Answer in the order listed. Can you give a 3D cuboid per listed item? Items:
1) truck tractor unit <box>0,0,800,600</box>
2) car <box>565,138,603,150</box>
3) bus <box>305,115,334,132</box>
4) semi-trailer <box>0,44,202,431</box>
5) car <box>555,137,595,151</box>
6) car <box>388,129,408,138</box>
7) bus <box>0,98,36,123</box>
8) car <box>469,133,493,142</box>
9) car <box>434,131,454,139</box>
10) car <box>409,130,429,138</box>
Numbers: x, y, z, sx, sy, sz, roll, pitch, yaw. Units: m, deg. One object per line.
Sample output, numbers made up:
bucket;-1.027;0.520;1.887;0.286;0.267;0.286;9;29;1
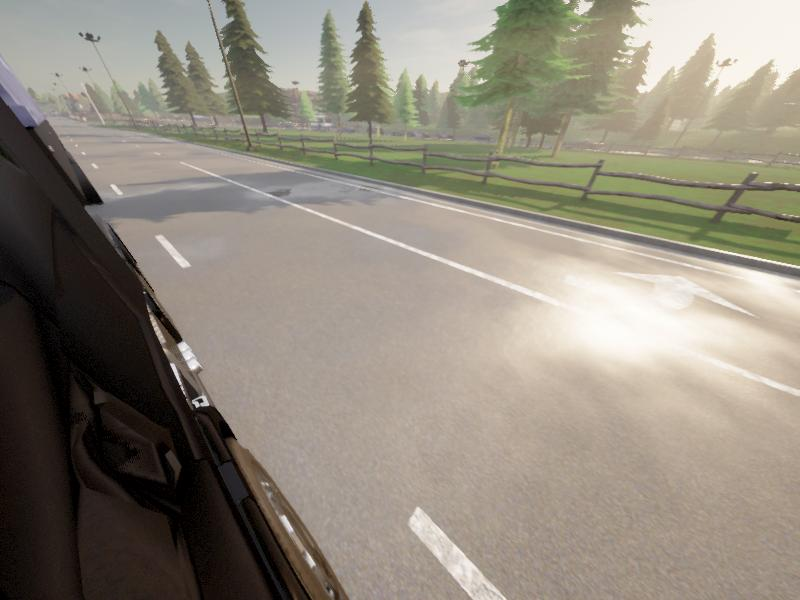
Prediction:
truck tractor unit;-2.645;-0.295;0.351;6.516;4.208;3.053;28;44;30
car;34.890;-29.802;43.980;5.366;1.575;1.801;28;44;30
bus;-28.013;-61.639;80.691;10.273;4.253;3.944;28;44;30
semi-trailer;-8.703;-3.589;4.241;14.254;4.402;2.717;28;44;30
car;30.041;-26.907;39.817;5.027;1.651;2.152;28;44;30
car;-0.552;-43.254;59.887;4.856;1.649;2.033;28;44;30
bus;-88.790;-43.373;52.955;10.273;4.253;3.944;28;44;30
car;20.096;-40.432;57.364;5.008;1.535;1.882;28;44;30
car;11.924;-44.819;62.712;4.974;1.542;2.038;28;44;30
car;4.871;-43.082;60.012;4.974;1.542;2.038;28;44;30
